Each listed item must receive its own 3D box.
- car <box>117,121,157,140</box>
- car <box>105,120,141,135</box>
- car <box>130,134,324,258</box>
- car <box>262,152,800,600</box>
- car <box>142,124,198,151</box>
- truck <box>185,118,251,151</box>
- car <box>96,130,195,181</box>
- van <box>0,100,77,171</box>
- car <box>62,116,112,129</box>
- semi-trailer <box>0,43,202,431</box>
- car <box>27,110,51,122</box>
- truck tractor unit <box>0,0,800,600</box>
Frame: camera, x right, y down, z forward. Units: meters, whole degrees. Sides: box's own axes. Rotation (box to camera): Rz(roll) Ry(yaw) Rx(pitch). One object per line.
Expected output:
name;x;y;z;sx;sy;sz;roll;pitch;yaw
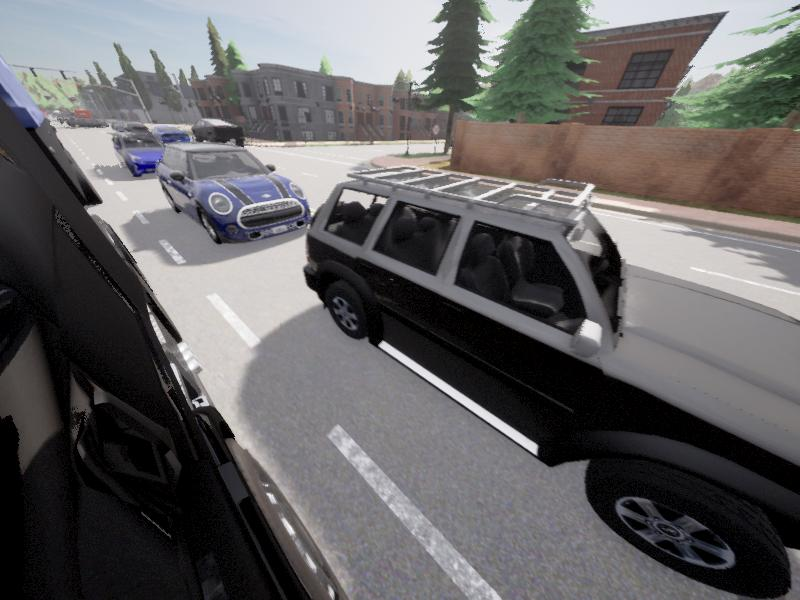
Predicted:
car;-29.387;-18.949;25.797;4.892;1.490;1.837;28;44;30
car;-36.737;-22.836;30.601;5.357;1.411;2.033;28;44;30
car;-4.302;-2.927;5.775;4.553;1.767;2.097;28;44;30
car;0.983;-0.137;2.319;4.605;1.855;1.932;28;44;30
car;-18.993;-13.414;19.039;5.008;1.535;1.882;28;44;30
truck;-16.573;-15.096;20.959;6.274;2.098;2.390;28;44;30
car;-11.863;-6.857;10.761;4.514;1.525;2.007;28;44;30
van;-19.166;-8.380;11.585;6.366;2.431;2.351;28;44;30
car;-50.371;-28.596;37.312;2.007;1.525;4.514;30;44;31
semi-trailer;-8.699;-3.607;4.224;14.254;4.402;2.717;28;44;30
car;-82.273;-41.936;52.665;5.566;2.045;2.150;28;44;30
truck tractor unit;-2.645;-0.295;0.352;6.516;4.208;3.053;28;44;30
